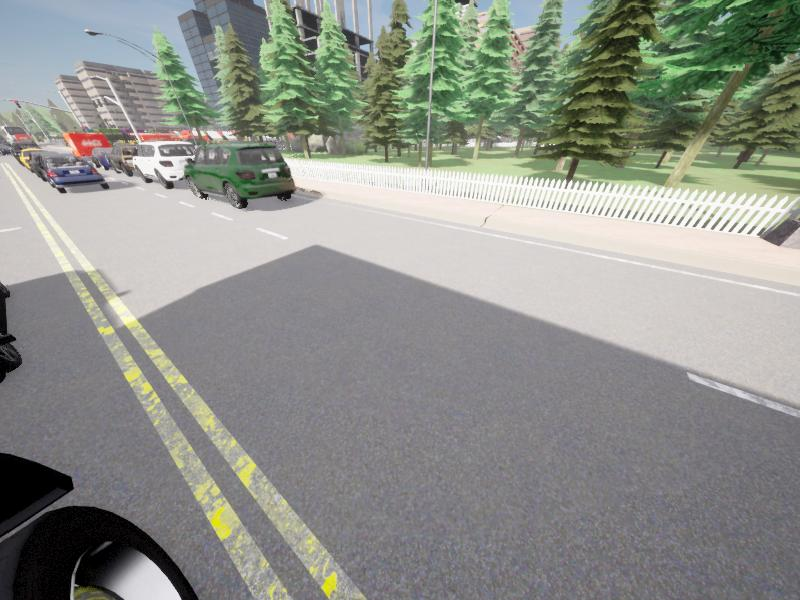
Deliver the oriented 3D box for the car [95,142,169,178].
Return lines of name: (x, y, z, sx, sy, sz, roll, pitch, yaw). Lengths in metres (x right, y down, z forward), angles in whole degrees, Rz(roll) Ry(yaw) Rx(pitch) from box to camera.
car: (-18.720, -9.856, 16.153, 4.605, 1.855, 1.932, 22, 40, 27)

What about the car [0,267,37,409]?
car: (-6.037, 0.220, 2.300, 3.806, 1.475, 1.970, 22, 41, 28)

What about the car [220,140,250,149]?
car: (-36.967, -35.014, 51.955, 2.033, 1.649, 4.856, 21, 40, 26)

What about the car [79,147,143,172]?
car: (-24.113, -11.832, 19.265, 4.792, 1.488, 2.163, 22, 40, 27)

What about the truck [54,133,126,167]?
truck: (-29.378, -14.325, 21.909, 5.204, 2.467, 2.627, 22, 40, 27)

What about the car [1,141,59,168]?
car: (-33.446, -13.256, 20.877, 4.605, 1.855, 1.932, 22, 40, 27)

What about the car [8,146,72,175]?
car: (-27.629, -10.827, 17.727, 5.366, 1.575, 1.801, 22, 40, 27)

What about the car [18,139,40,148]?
car: (-87.210, -36.919, 54.309, 5.238, 1.638, 1.930, 22, 40, 27)

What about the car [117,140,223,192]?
car: (-12.732, -7.550, 12.774, 5.566, 2.045, 2.150, 22, 40, 27)

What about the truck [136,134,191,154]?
truck: (-38.662, -25.681, 37.970, 2.627, 2.467, 5.204, 21, 40, 26)

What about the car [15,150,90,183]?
car: (-21.864, -8.496, 14.549, 4.193, 1.474, 1.816, 22, 40, 27)

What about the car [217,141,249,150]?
car: (-35.236, -32.790, 48.910, 2.038, 1.542, 4.974, 21, 40, 26)

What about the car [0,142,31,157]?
car: (-53.557, -20.074, 30.765, 4.792, 1.488, 2.163, 2, 35, 2)

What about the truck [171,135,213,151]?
truck: (-41.370, -31.442, 46.145, 2.627, 2.467, 5.204, 20, 40, 26)

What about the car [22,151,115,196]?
car: (-16.644, -6.461, 11.627, 3.705, 1.549, 1.789, 22, 40, 27)

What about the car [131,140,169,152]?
car: (-45.120, -27.846, 41.751, 1.851, 1.617, 3.988, 22, 41, 28)

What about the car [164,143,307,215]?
car: (-6.701, -5.166, 9.423, 5.566, 2.045, 2.150, 21, 40, 27)

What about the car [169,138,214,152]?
car: (-39.281, -29.413, 43.636, 2.150, 2.045, 5.566, 21, 40, 26)
